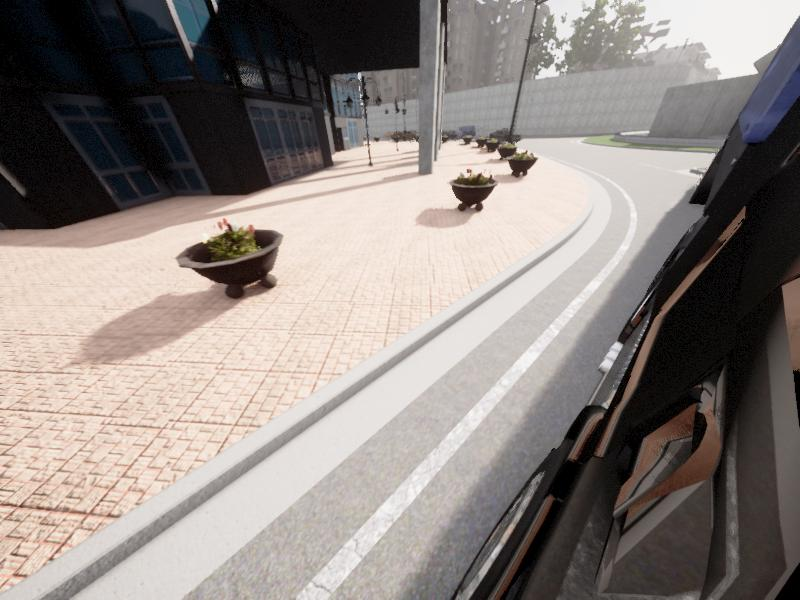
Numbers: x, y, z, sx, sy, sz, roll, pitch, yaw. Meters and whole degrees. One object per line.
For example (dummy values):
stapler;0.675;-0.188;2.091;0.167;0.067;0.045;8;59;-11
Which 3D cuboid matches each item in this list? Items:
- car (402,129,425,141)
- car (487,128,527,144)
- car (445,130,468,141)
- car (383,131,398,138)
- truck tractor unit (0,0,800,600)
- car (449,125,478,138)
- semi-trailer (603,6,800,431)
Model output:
car;2.688;-32.946;46.195;1.932;1.855;4.605;-28;43;-30
car;14.204;-22.075;31.071;1.930;1.638;5.238;-11;37;-12
car;10.357;-30.484;42.700;1.845;1.501;3.633;-25;42;-27
car;-2.900;-49.984;69.721;1.882;1.535;5.008;-27;43;-29
truck tractor unit;2.645;-0.295;0.351;6.516;4.208;3.053;-28;44;-30
car;13.360;-35.655;49.036;2.150;2.045;5.566;-30;44;-31
semi-trailer;8.539;-3.749;4.323;14.254;4.402;2.717;-30;41;-30
